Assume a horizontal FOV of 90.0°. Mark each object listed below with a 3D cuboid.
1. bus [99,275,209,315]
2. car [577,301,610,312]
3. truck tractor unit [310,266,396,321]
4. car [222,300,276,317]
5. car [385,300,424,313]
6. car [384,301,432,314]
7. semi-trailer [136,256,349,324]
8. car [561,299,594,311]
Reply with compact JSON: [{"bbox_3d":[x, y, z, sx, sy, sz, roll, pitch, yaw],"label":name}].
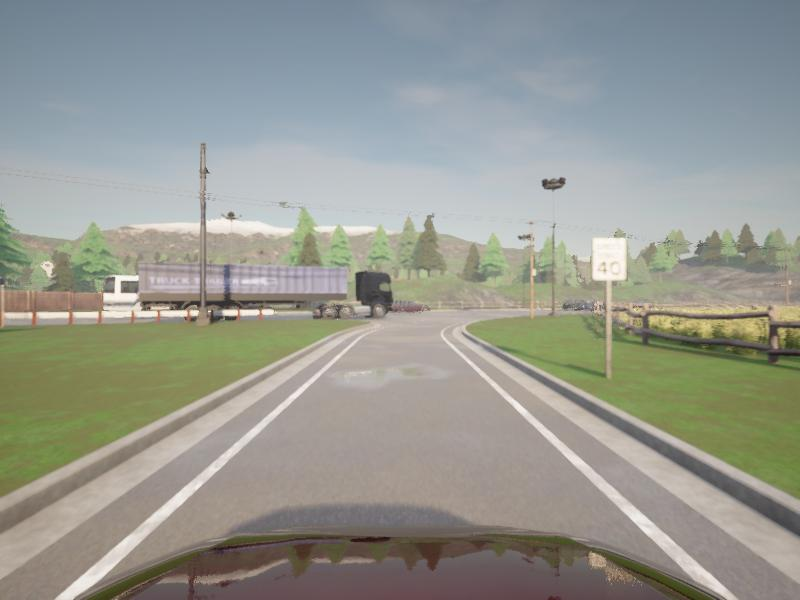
[{"bbox_3d":[-28.419,-0.552,46.987,3.944,4.253,10.273,0,0,34],"label":"bus"},{"bbox_3d":[27.176,0.886,56.093,4.181,1.385,1.994,0,0,-25],"label":"car"},{"bbox_3d":[-3.917,-0.538,33.352,6.516,4.208,3.053,-1,0,-26],"label":"truck tractor unit"},{"bbox_3d":[-15.170,0.807,40.212,5.008,1.535,1.882,0,0,-25],"label":"car"},{"bbox_3d":[0.574,0.808,51.417,4.514,1.525,2.007,0,0,-25],"label":"car"},{"bbox_3d":[0.944,0.876,47.726,5.357,1.411,2.033,0,0,-25],"label":"car"},{"bbox_3d":[-11.075,-0.629,29.988,14.254,4.402,2.717,0,0,-25],"label":"semi-trailer"},{"bbox_3d":[26.449,0.672,59.617,4.553,1.767,2.097,0,0,-25],"label":"car"}]
